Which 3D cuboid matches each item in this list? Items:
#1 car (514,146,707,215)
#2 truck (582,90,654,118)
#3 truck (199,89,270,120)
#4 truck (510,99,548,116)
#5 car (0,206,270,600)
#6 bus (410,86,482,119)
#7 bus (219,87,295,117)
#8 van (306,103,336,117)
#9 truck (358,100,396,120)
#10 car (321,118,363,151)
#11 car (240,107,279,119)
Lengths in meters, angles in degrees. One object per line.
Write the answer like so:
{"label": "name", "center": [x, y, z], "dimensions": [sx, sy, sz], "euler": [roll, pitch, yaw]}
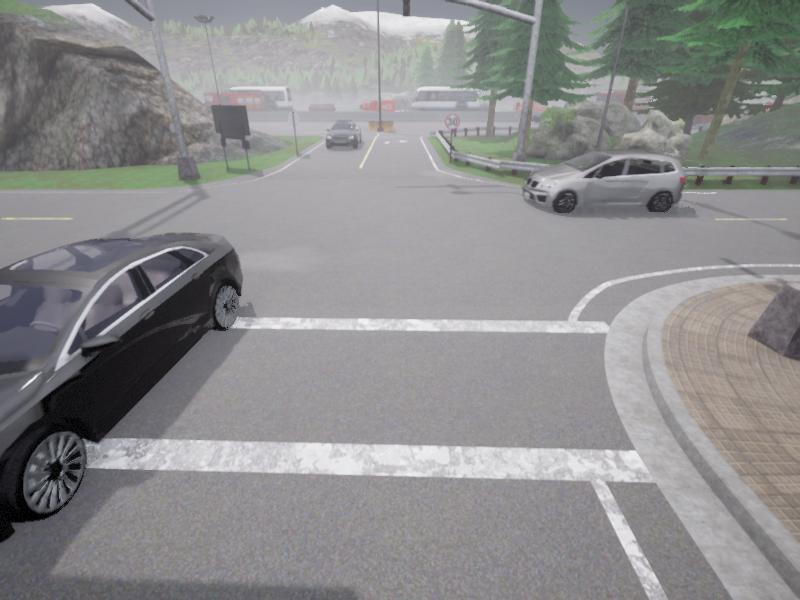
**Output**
{"label": "car", "center": [6.331, -3.806, 12.587], "dimensions": [4.611, 1.667, 2.242], "euler": [-1, 27, -3]}
{"label": "truck", "center": [32.972, -29.806, 60.842], "dimensions": [8.468, 3.827, 2.891], "euler": [0, 27, 0]}
{"label": "truck", "center": [-23.653, -28.225, 57.767], "dimensions": [8.468, 3.827, 2.891], "euler": [0, 27, 0]}
{"label": "truck", "center": [21.657, -32.403, 67.381], "dimensions": [5.204, 2.467, 2.627], "euler": [0, 27, 0]}
{"label": "car", "center": [-3.497, 0.316, 4.380], "dimensions": [2.128, 1.511, 4.902], "euler": [2, 27, 5]}
{"label": "bus", "center": [6.760, -29.948, 60.649], "dimensions": [10.273, 4.253, 3.944], "euler": [0, 27, 0]}
{"label": "bus", "center": [-22.521, -31.557, 63.782], "dimensions": [10.273, 4.253, 3.944], "euler": [0, 27, 0]}
{"label": "van", "center": [-12.670, -30.599, 64.402], "dimensions": [4.442, 1.987, 1.775], "euler": [0, 27, 0]}
{"label": "truck", "center": [-3.250, -27.610, 58.060], "dimensions": [5.204, 2.467, 2.627], "euler": [0, 27, 0]}
{"label": "car", "center": [-3.620, -10.831, 26.011], "dimensions": [2.038, 1.542, 4.974], "euler": [0, 27, 0]}
{"label": "car", "center": [-21.524, -28.713, 61.442], "dimensions": [5.027, 1.651, 2.152], "euler": [0, 27, 0]}
